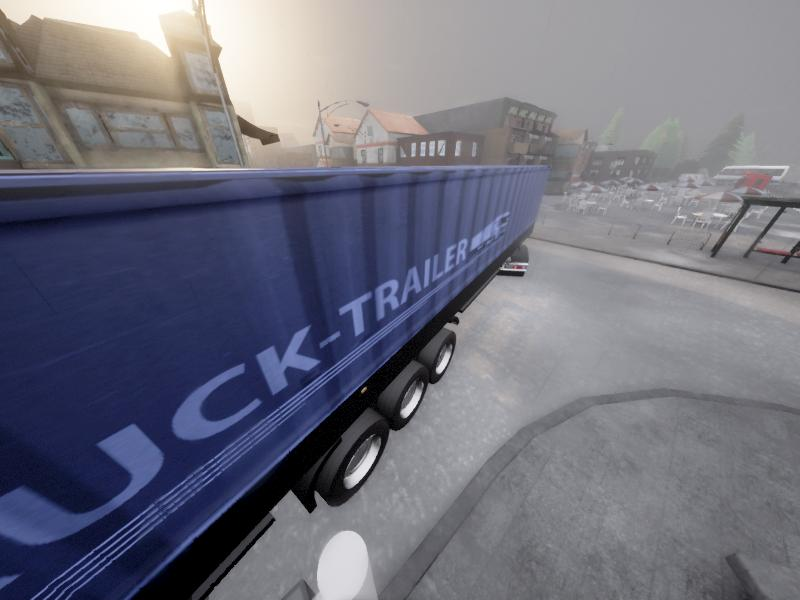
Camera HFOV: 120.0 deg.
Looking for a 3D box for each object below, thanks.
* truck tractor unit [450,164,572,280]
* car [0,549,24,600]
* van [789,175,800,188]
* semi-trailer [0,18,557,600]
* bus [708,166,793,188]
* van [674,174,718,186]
[{"bbox_3d":[4.521,-4.378,11.577,3.053,4.208,6.516,4,31,6],"label":"truck tractor unit"},{"bbox_3d":[-5.278,3.647,0.555,1.994,1.385,4.181,25,39,36],"label":"car"},{"bbox_3d":[90.048,-25.376,49.582,1.988,2.561,5.915,-23,37,-34],"label":"van"},{"bbox_3d":[0.741,-1.097,5.691,2.717,4.402,14.254,20,35,31],"label":"semi-trailer"},{"bbox_3d":[83.550,-29.873,55.694,3.944,4.253,10.273,-23,37,-34],"label":"bus"},{"bbox_3d":[75.621,-30.786,59.098,2.351,2.431,6.366,-23,37,-34],"label":"van"}]
